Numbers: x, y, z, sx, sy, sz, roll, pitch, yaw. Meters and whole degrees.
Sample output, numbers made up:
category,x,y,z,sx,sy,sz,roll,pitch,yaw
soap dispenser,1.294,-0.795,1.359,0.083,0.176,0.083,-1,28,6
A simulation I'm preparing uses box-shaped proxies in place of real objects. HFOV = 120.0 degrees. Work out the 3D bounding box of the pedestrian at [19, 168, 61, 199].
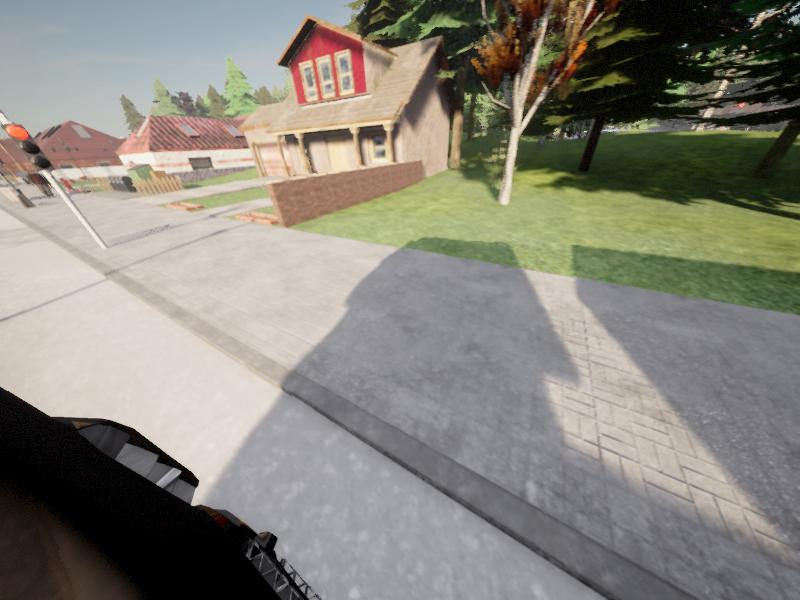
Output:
category,x,y,z,sx,sy,sz,roll,pitch,yaw
pedestrian,-25.676,-8.331,16.505,0.751,1.860,0.751,18,39,28

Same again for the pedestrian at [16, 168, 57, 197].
category,x,y,z,sx,sy,sz,roll,pitch,yaw
pedestrian,-27.398,-8.860,17.426,0.751,1.860,0.751,14,37,23
